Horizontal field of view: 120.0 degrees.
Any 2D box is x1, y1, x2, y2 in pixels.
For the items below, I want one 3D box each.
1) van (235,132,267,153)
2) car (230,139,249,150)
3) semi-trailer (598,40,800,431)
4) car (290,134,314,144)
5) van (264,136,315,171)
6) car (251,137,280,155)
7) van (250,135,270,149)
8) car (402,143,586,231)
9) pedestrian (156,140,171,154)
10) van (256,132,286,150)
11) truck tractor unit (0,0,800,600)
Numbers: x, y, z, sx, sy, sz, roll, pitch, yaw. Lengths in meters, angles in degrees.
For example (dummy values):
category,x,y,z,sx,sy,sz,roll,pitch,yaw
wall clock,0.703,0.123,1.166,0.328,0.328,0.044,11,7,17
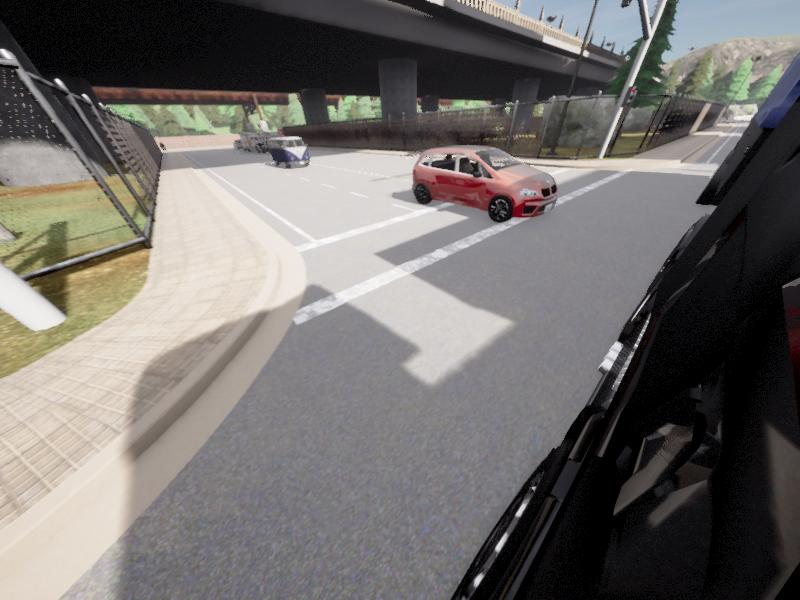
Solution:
category,x,y,z,sx,sy,sz,roll,pitch,yaw
van,-23.948,-25.293,37.078,2.351,2.431,6.366,-28,44,-30
car,-30.194,-29.210,43.409,1.851,1.617,3.988,-28,44,-30
semi-trailer,8.690,-3.608,4.238,14.254,4.402,2.717,-28,44,-30
car,-24.168,-39.752,56.996,4.553,1.767,2.097,-28,43,-30
van,-8.652,-11.508,18.009,1.775,1.987,4.442,-28,44,-30
car,-18.731,-21.543,32.182,1.932,1.855,4.605,-28,44,-30
van,-27.030,-30.453,44.555,1.775,1.987,4.442,-28,44,-30
car,2.454,-3.860,7.306,2.242,1.667,4.611,-28,43,-30
pedestrian,-40.340,-26.091,39.367,0.751,1.860,0.751,-6,37,-5
van,-22.329,-27.440,39.853,2.351,2.431,6.366,-28,43,-30
truck tractor unit,2.645,-0.295,0.352,6.516,4.208,3.053,-28,44,-30
